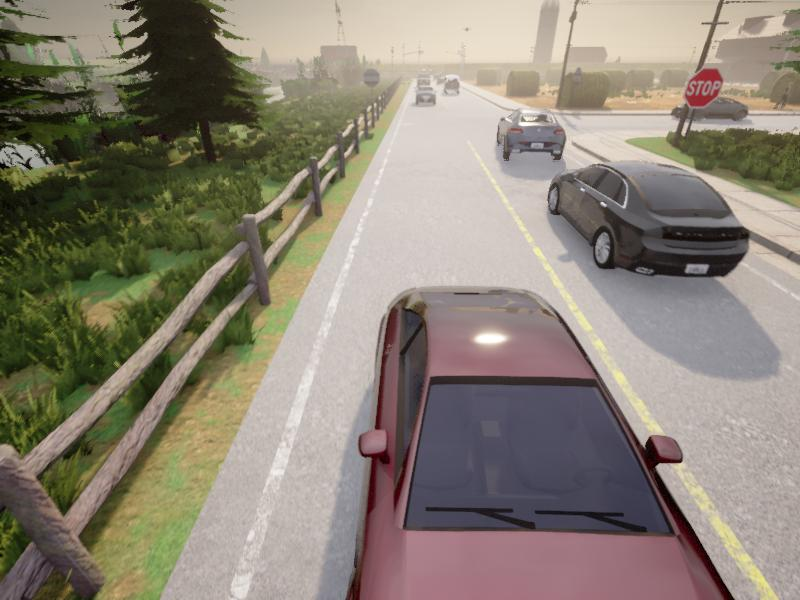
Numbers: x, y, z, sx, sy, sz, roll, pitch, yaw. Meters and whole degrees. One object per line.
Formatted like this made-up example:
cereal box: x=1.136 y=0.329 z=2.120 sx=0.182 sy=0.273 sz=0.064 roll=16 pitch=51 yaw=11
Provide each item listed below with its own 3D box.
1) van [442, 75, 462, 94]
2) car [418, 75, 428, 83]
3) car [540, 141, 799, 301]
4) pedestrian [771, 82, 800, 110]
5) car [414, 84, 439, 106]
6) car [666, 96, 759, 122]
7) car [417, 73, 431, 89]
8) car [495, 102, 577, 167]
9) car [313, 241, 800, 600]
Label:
van: x=6.660 y=-27.823 z=51.518 sx=2.069 sy=2.038 sz=4.480 roll=1 pitch=30 yaw=2
car: x=4.792 y=-45.959 z=83.149 sx=1.970 sy=1.475 sz=3.806 roll=1 pitch=30 yaw=2
car: x=4.392 y=-1.889 z=7.737 sx=1.837 sy=1.490 sz=4.892 roll=1 pitch=30 yaw=2
pedestrian: x=29.569 y=-15.669 z=30.674 sx=0.751 sy=1.860 sz=0.751 roll=-1 pitch=30 yaw=-2
car: x=2.365 y=-18.855 z=36.709 sx=2.128 sy=1.511 sz=4.902 roll=1 pitch=30 yaw=2
car: x=20.104 y=-12.397 z=25.916 sx=4.181 sy=1.385 sz=1.994 roll=-1 pitch=30 yaw=-1
car: x=3.764 y=-34.677 z=63.226 sx=2.150 sy=2.045 sz=5.566 roll=1 pitch=30 yaw=2
car: x=5.098 y=-6.705 z=15.840 sx=2.152 sy=1.651 sz=5.027 roll=4 pitch=31 yaw=7
car: x=0.716 y=1.010 z=2.927 sx=1.994 sy=1.385 sz=4.181 roll=1 pitch=30 yaw=1
